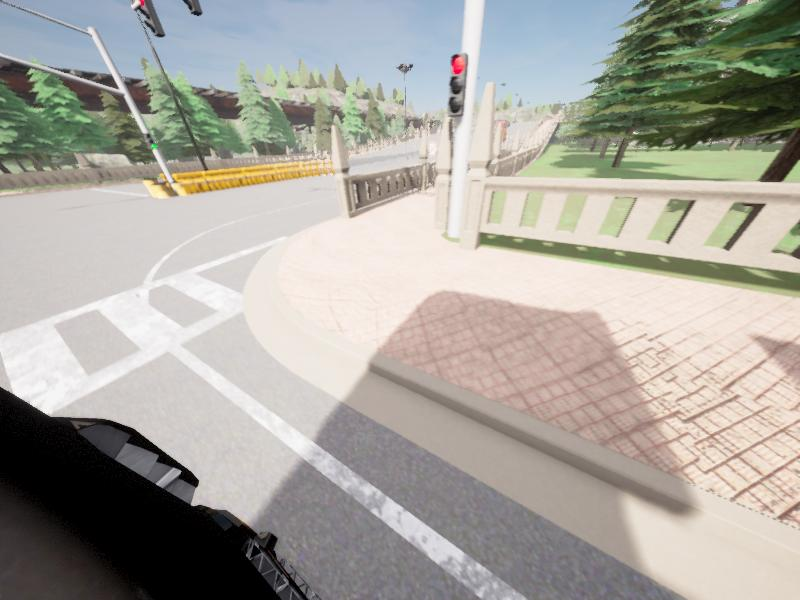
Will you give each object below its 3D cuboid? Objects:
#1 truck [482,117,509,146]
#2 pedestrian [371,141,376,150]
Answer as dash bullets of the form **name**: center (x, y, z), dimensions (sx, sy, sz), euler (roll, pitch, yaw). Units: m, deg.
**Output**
- **truck**: center (19.834, -34.757, 47.643), dimensions (2.891, 3.827, 8.468), euler (16, 44, 26)
- **pedestrian**: center (-6.683, -38.906, 58.057), dimensions (0.751, 1.860, 0.751), euler (16, 38, 26)
